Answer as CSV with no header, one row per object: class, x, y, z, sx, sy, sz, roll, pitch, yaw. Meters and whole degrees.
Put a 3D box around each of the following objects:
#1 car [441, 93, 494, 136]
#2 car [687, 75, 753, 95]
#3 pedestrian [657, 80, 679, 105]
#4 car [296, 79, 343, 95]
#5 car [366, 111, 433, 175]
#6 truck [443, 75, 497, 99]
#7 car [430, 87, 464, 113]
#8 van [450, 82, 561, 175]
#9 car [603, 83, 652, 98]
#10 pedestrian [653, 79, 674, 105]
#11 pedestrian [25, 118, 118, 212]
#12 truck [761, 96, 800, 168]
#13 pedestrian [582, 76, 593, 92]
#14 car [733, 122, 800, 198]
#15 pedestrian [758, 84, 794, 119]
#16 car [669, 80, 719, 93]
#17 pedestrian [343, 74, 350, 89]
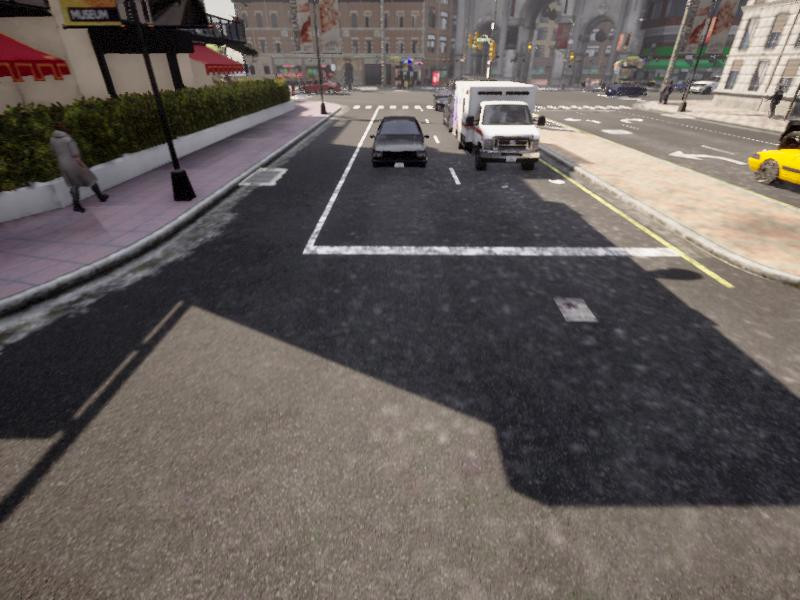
car,3.480,-10.167,21.732,2.033,1.649,4.856,0,30,0
car,38.107,-25.683,47.819,5.566,2.045,2.150,0,30,1
pedestrian,22.228,-17.205,33.175,0.751,1.860,0.751,-5,31,-8
car,-9.617,-25.623,48.114,5.027,1.651,2.152,2,30,2
car,-0.016,-5.956,14.773,2.033,1.411,5.357,0,30,0
truck,7.716,-23.935,44.768,2.390,2.098,6.274,-16,34,-26
car,3.561,-15.626,31.164,2.128,1.511,4.902,1,30,1
van,3.482,-6.634,14.911,2.351,2.431,6.366,0,30,0
car,25.408,-23.498,44.755,4.181,1.385,1.994,-4,31,-7
pedestrian,22.209,-17.512,33.700,0.751,1.860,0.751,-20,36,-31
pedestrian,-7.196,-2.977,8.875,0.751,1.860,0.751,0,30,1
truck,14.987,-4.763,12.047,2.390,2.098,6.274,0,30,0
pedestrian,25.037,-28.827,53.316,0.751,1.860,0.751,2,30,4
car,11.487,-3.266,10.003,1.801,1.575,5.366,0,30,0
pedestrian,23.143,-12.227,24.680,0.751,1.860,0.751,2,30,3
car,37.493,-27.218,51.036,4.674,1.442,1.812,0,30,0
pedestrian,-7.598,-30.993,56.696,0.751,1.860,0.751,-10,32,-16
